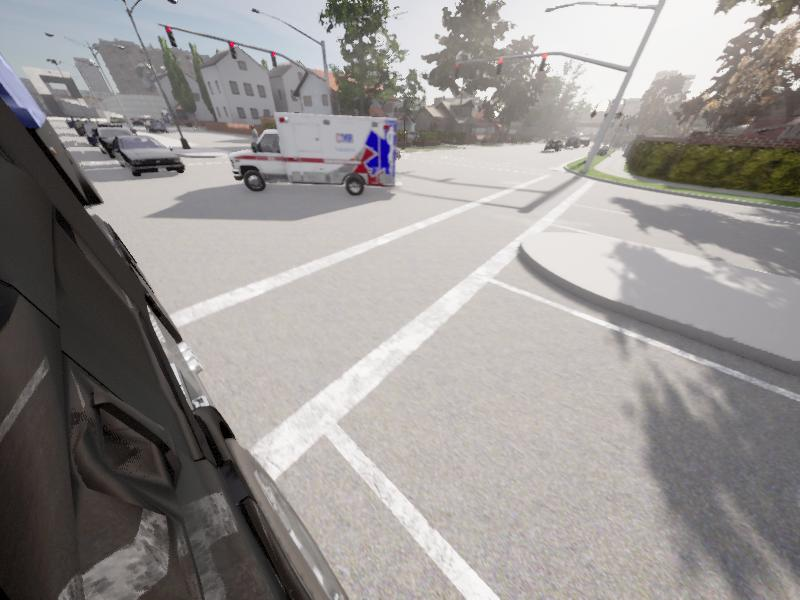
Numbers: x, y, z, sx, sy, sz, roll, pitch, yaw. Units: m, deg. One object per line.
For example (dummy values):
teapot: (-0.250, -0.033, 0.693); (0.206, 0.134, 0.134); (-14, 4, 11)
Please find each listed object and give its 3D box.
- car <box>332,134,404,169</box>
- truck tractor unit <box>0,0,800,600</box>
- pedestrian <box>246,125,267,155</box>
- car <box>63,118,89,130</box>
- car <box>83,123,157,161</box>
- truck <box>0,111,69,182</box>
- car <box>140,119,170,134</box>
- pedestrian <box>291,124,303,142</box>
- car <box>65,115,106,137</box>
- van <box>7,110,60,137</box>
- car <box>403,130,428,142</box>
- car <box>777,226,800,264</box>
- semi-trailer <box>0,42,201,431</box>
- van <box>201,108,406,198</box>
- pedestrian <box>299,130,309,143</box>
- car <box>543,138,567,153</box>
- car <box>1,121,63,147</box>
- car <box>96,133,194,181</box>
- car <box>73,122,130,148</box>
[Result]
car: (-2.348, -10.786, 16.610); (5.027, 1.651, 2.152); (28, 44, 30)
truck tractor unit: (-2.645, -0.295, 0.351); (6.516, 4.208, 3.053); (28, 44, 30)
pedestrian: (-11.106, -12.378, 17.927); (0.751, 1.860, 0.751); (-23, 44, -30)
car: (-51.017, -27.714, 36.358); (4.718, 1.301, 1.895); (28, 44, 30)
car: (-17.898, -10.155, 14.722); (5.238, 1.638, 1.930); (28, 43, 29)
truck: (-16.851, -6.604, 9.663); (2.390, 2.098, 6.274); (-29, 46, -36)
car: (-38.992, -27.666, 36.809); (4.856, 1.649, 2.033); (28, 44, 30)
pedestrian: (-13.118, -21.220, 29.388); (0.751, 1.860, 0.751); (-26, 46, -33)
car: (-35.367, -19.580, 25.993); (3.866, 1.878, 1.905); (28, 43, 30)
van: (-37.913, -18.238, 23.899); (4.480, 2.038, 2.069); (26, 42, 27)
car: (2.701, -28.960, 40.846); (3.806, 1.475, 1.970); (28, 44, 30)
car: (11.774, -0.670, 3.628); (5.566, 2.045, 2.150); (28, 44, 30)
semi-trailer: (-8.693, -3.609, 4.233); (14.254, 4.402, 2.717); (28, 44, 30)
van: (-3.087, -5.647, 9.000); (6.366, 2.431, 2.351); (0, 37, -3)
pedestrian: (-12.230, -20.863, 29.435); (0.751, 1.300, 0.751); (28, 43, 30)
car: (25.336, -25.374, 37.769); (1.932, 1.855, 4.605); (28, 43, 30)
car: (-28.326, -12.862, 17.892); (4.181, 1.385, 1.994); (28, 44, 30)
car: (-12.372, -7.068, 11.157); (5.357, 1.411, 2.033); (28, 44, 30)
car: (-25.151, -13.946, 19.458); (4.792, 1.488, 2.163); (28, 44, 30)
